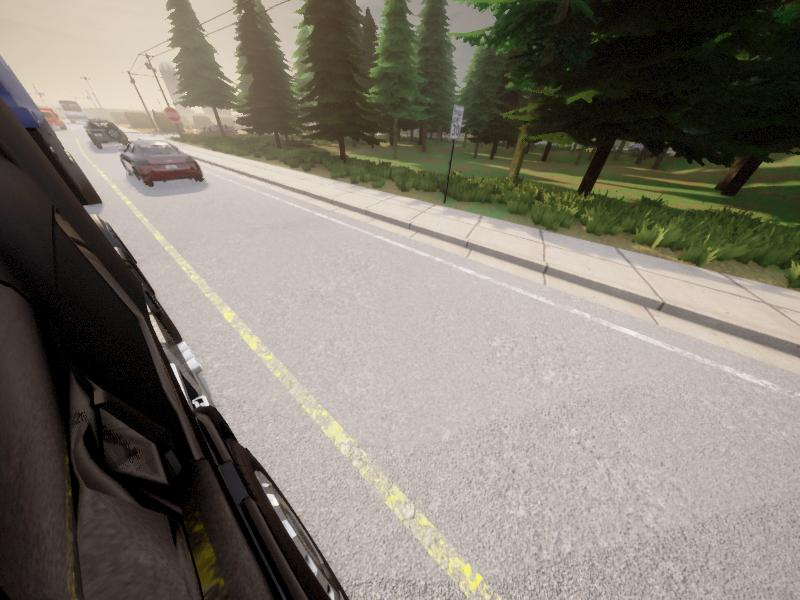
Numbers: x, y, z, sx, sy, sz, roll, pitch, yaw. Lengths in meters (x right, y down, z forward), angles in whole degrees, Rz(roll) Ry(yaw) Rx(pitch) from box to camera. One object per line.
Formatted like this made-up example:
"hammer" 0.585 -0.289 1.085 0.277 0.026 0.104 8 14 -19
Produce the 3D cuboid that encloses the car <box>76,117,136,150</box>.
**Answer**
"car" -22.794 -12.921 17.897 4.605 1.855 1.932 29 44 31

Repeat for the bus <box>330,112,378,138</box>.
"bus" -10.065 -39.354 52.095 3.944 4.253 10.273 27 43 29

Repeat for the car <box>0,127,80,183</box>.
"car" -15.969 -6.297 9.806 4.902 1.511 2.128 28 44 30

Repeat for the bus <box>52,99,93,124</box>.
"bus" -78.762 -45.283 55.645 10.273 4.253 3.944 29 44 31

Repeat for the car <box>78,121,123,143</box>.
"car" -28.136 -15.860 21.784 2.007 1.525 4.514 -30 47 -35

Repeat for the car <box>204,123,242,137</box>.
"car" -27.046 -26.078 35.497 1.851 1.617 3.988 27 43 29

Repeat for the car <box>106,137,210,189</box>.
"car" -10.242 -5.925 9.774 4.181 1.385 1.994 28 44 30

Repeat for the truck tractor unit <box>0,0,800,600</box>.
"truck tractor unit" -2.645 -0.295 0.351 6.516 4.208 3.053 28 44 30

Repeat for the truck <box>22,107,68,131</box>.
"truck" -50.417 -25.880 32.982 5.204 2.467 2.627 30 44 31

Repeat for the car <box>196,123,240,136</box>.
"car" -29.450 -27.678 37.564 2.128 1.511 4.902 27 43 29

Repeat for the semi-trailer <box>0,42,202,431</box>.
"semi-trailer" -8.703 -3.604 4.221 14.254 4.402 2.717 28 44 30
